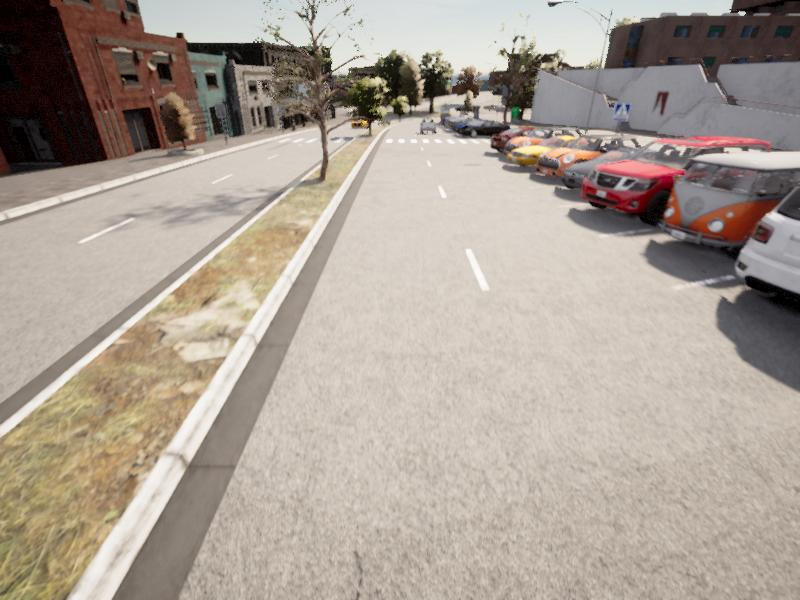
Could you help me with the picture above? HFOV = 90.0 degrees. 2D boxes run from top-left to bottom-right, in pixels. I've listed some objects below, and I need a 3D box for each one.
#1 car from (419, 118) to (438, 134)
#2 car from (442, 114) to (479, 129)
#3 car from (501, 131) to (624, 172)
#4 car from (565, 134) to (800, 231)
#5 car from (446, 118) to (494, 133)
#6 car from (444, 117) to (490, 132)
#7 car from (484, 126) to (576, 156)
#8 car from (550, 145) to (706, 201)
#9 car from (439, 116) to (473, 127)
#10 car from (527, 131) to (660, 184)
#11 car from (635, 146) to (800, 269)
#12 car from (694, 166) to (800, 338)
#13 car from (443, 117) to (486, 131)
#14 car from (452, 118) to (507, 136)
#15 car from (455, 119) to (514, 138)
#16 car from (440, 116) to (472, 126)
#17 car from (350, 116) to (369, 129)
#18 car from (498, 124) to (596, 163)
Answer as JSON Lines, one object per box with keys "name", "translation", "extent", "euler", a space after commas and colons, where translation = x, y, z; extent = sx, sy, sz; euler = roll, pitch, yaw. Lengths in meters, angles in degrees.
{"name": "car", "translation": [3.098, -19.443, 44.618], "extent": [1.845, 1.501, 3.633], "euler": [0, 25, 0]}
{"name": "car", "translation": [8.575, -25.441, 57.046], "extent": [4.553, 1.767, 2.185], "euler": [-6, 27, -15]}
{"name": "car", "translation": [7.918, -7.324, 19.609], "extent": [5.366, 1.575, 1.946], "euler": [-8, 28, -18]}
{"name": "car", "translation": [8.063, -3.580, 11.559], "extent": [5.566, 2.045, 2.435], "euler": [-8, 28, -18]}
{"name": "car", "translation": [8.144, -20.276, 46.414], "extent": [4.892, 1.521, 2.231], "euler": [-7, 26, -17]}
{"name": "car", "translation": [8.202, -21.543, 49.088], "extent": [4.892, 1.521, 2.231], "euler": [-7, 26, -17]}
{"name": "car", "translation": [8.087, -9.981, 25.014], "extent": [5.008, 1.535, 2.097], "euler": [-8, 27, -18]}
{"name": "car", "translation": [8.089, -4.661, 14.364], "extent": [4.674, 1.452, 2.002], "euler": [-8, 28, -18]}
{"name": "car", "translation": [9.115, -29.089, 65.094], "extent": [4.892, 1.521, 2.231], "euler": [-5, 26, -14]}
{"name": "car", "translation": [8.120, -6.141, 16.962], "extent": [4.553, 1.767, 2.185], "euler": [-8, 28, -18]}
{"name": "car", "translation": [7.978, -2.206, 8.889], "extent": [4.442, 1.987, 1.878], "euler": [-8, 28, -18]}
{"name": "car", "translation": [8.109, -0.907, 6.271], "extent": [5.566, 2.045, 2.435], "euler": [-8, 28, -18]}
{"name": "car", "translation": [8.285, -22.806, 51.759], "extent": [4.892, 1.521, 2.231], "euler": [-7, 26, -16]}
{"name": "car", "translation": [8.114, -17.738, 41.073], "extent": [5.008, 1.535, 2.097], "euler": [-8, 27, -18]}
{"name": "car", "translation": [8.108, -16.463, 38.399], "extent": [5.008, 1.535, 2.097], "euler": [-8, 27, -18]}
{"name": "car", "translation": [9.400, -30.317, 67.780], "extent": [4.792, 1.488, 2.163], "euler": [-5, 26, -14]}
{"name": "car", "translation": [-5.429, -23.967, 53.966], "extent": [1.882, 1.535, 5.008], "euler": [1, 25, 1]}
{"name": "car", "translation": [8.126, -8.784, 22.295], "extent": [4.553, 1.767, 2.185], "euler": [-8, 28, -18]}
